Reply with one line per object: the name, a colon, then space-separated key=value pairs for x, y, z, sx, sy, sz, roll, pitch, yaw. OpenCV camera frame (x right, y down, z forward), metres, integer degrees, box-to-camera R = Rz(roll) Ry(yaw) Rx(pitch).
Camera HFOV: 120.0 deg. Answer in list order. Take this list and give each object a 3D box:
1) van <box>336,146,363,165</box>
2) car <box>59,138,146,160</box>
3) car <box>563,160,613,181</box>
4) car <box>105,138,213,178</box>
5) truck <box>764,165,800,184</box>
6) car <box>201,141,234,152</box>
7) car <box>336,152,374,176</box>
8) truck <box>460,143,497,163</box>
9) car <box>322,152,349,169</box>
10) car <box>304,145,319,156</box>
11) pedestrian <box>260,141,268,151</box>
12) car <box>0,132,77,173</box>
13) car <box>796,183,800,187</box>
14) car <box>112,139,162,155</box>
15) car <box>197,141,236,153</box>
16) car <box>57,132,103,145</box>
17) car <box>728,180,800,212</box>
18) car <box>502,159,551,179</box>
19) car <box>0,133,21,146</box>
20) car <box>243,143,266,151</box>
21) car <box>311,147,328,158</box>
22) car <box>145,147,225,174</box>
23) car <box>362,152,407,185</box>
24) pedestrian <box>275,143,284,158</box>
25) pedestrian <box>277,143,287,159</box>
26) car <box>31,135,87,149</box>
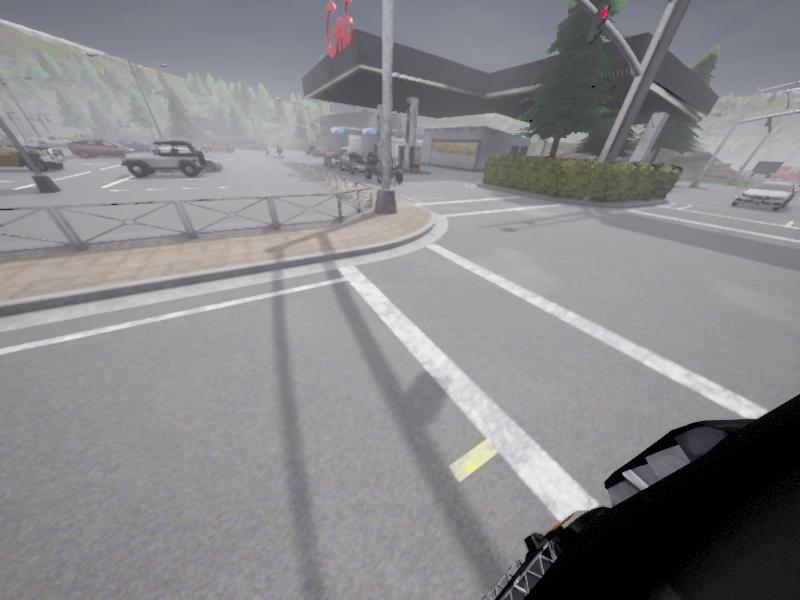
van: x=-6.996 y=-20.016 z=32.039 sx=2.069 sy=2.038 sz=4.480 roll=-16 pitch=36 yaw=-26
car: x=-28.227 y=-14.479 z=22.210 sx=4.514 sy=1.523 sz=2.007 roll=-16 pitch=38 yaw=-26
car: x=22.594 y=-15.694 z=27.975 sx=1.905 sy=1.878 sz=3.866 roll=-16 pitch=38 yaw=-26
car: x=-14.175 y=-8.592 z=14.025 sx=3.866 sy=1.878 sz=1.905 roll=-16 pitch=38 yaw=-26
truck: x=69.797 y=-22.131 z=40.760 sx=2.627 sy=2.467 sz=5.204 roll=-16 pitch=38 yaw=-26
car: x=-34.039 y=-28.739 z=43.314 sx=4.514 sy=1.523 sz=2.007 roll=-16 pitch=38 yaw=-26
car: x=-4.498 y=-13.374 z=22.618 sx=2.033 sy=1.649 sz=4.856 roll=-16 pitch=38 yaw=-26
truck: x=19.177 y=-36.460 z=57.211 sx=2.891 sy=3.827 sz=8.468 roll=-15 pitch=38 yaw=-25
car: x=-7.622 y=-16.463 z=27.167 sx=1.970 sy=1.475 sz=3.806 roll=-16 pitch=38 yaw=-26
car: x=-18.746 y=-31.813 z=49.054 sx=1.905 sy=1.878 sz=3.866 roll=-16 pitch=38 yaw=-26
pedestrian: x=-31.739 y=-35.856 z=53.852 sx=0.751 sy=1.860 sz=0.751 roll=17 pitch=36 yaw=20
car: x=-22.627 y=-8.279 z=12.941 sx=4.605 sy=1.855 sz=1.932 roll=-16 pitch=38 yaw=-26
car: x=55.180 y=-15.733 z=30.499 sx=4.974 sy=1.542 sz=2.038 roll=-16 pitch=38 yaw=-26
car: x=-33.171 y=-19.438 z=29.338 sx=3.633 sy=1.501 sz=1.845 roll=-16 pitch=38 yaw=-26
car: x=-32.430 y=-27.200 z=41.104 sx=5.027 sy=1.636 sz=2.152 roll=-16 pitch=38 yaw=-26
car: x=-62.917 y=-31.737 z=45.556 sx=4.605 sy=1.855 sz=1.932 roll=-16 pitch=38 yaw=-26
car: x=23.419 y=-6.702 z=14.705 sx=4.674 sy=1.442 sz=1.812 roll=-15 pitch=37 yaw=-26
car: x=15.523 y=-16.323 z=28.681 sx=2.242 sy=1.667 sz=4.611 roll=-16 pitch=38 yaw=-26
car: x=-56.579 y=-22.321 z=31.977 sx=3.633 sy=1.501 sz=1.845 roll=-16 pitch=38 yaw=-26
car: x=-37.096 y=-39.065 z=58.939 sx=4.792 sy=1.488 sz=2.163 roll=-15 pitch=37 yaw=-25
car: x=-15.549 y=-28.421 z=44.521 sx=2.007 sy=1.525 sz=4.514 roll=-16 pitch=38 yaw=-26
car: x=-15.314 y=-10.158 z=16.810 sx=3.806 sy=1.475 sz=1.970 roll=-16 pitch=38 yaw=-26
car: x=-1.311 y=-10.267 z=17.945 sx=1.905 sy=1.878 sz=3.866 roll=-16 pitch=38 yaw=-26
pedestrian: x=-18.305 y=-22.702 z=35.074 sx=0.751 sy=1.860 sz=0.751 roll=-16 pitch=38 yaw=-26
pedestrian: x=-16.982 y=-21.384 z=33.190 sx=0.751 sy=1.860 sz=0.751 roll=-16 pitch=38 yaw=-26
car: x=-48.669 y=-22.650 z=33.101 sx=3.806 sy=1.475 sz=1.970 roll=-16 pitch=38 yaw=-26
